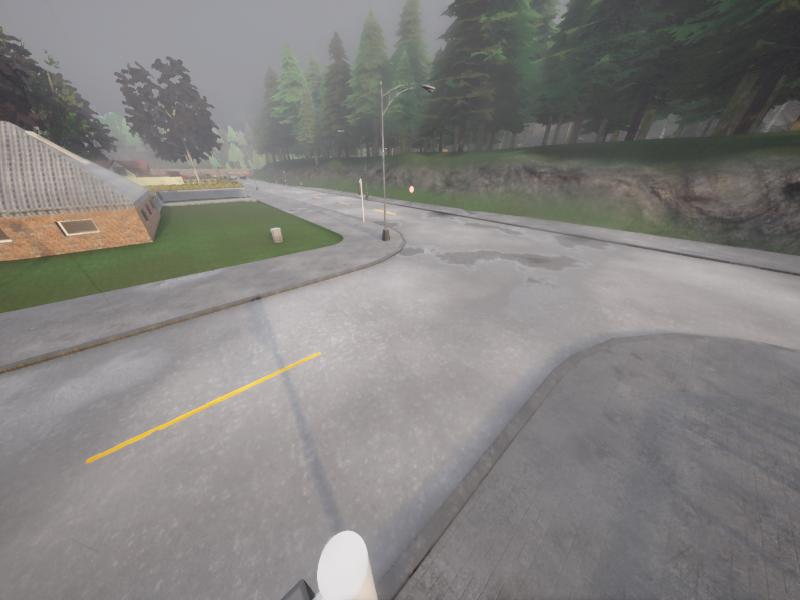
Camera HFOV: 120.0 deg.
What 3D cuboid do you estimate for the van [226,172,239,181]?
[{"bbox_3d":[-55.821,-41.089,76.797,1.988,2.561,5.915,-23,37,-34],"label":"van"}]
